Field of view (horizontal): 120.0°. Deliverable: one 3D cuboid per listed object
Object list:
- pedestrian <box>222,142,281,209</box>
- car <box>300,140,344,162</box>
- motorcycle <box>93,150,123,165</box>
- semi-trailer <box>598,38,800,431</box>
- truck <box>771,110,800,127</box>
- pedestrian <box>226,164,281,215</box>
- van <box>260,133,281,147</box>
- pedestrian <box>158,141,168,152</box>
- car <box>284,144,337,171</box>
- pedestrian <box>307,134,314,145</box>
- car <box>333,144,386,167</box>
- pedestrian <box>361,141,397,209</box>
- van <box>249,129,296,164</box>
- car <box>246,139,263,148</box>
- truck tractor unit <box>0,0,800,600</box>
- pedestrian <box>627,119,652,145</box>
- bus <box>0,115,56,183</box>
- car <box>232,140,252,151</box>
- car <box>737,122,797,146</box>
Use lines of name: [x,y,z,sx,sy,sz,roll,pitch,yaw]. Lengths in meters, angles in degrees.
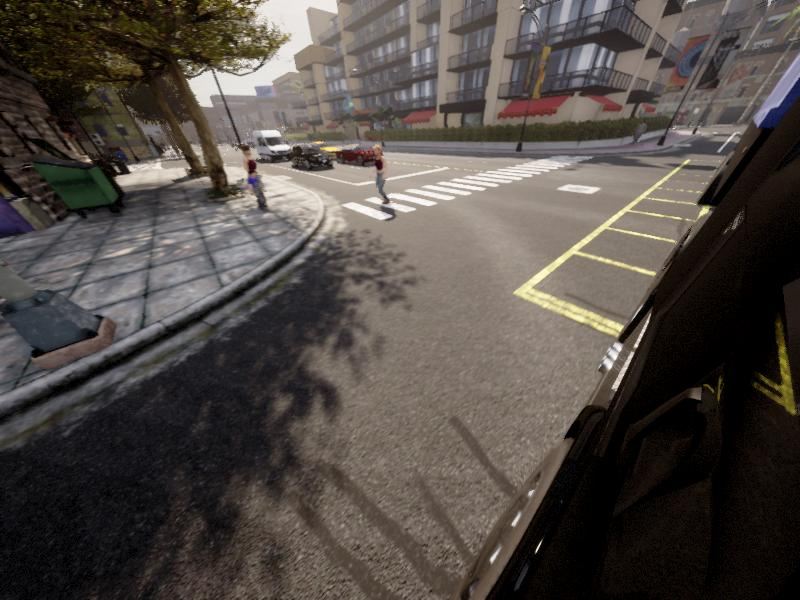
pedestrian: [-4.784,-4.062,7.611,0.751,1.860,0.751,0,37,4]
car: [-7.849,-15.017,23.109,1.801,1.575,5.366,-28,44,-30]
motorcycle: [-34.371,-16.762,27.214,2.356,1.277,0.764,10,49,17]
semi-trailer: [8.698,-3.593,4.247,14.254,4.402,2.717,-28,43,-30]
truck: [62.666,-27.644,35.116,2.390,2.098,6.274,-4,37,-1]
pedestrian: [-4.567,-3.501,7.311,0.751,1.300,0.751,9,38,15]
van: [-29.575,-36.436,52.583,1.988,2.561,5.915,-28,44,-30]
pedestrian: [-51.072,-33.125,49.794,0.751,1.860,0.751,29,47,36]
car: [-7.070,-11.238,18.037,1.837,1.490,4.892,-28,43,-30]
pedestrian: [-19.343,-34.890,50.114,0.751,1.860,0.751,-31,45,-33]
car: [-3.383,-11.908,18.867,1.895,1.301,4.718,-28,43,-30]
pedestrian: [-0.662,-4.163,7.735,0.751,1.860,0.751,-30,44,-32]
van: [-13.069,-15.671,23.524,1.988,2.561,5.915,-28,43,-30]
car: [-32.418,-34.714,51.327,1.837,1.490,4.892,-28,43,-30]
truck tractor unit: [2.645,-0.295,0.351,6.516,4.208,3.053,-28,44,-30]
pedestrian: [21.536,-15.110,20.796,0.751,1.860,0.751,-29,44,-30]
bus: [-34.466,-10.311,16.249,10.273,4.253,3.944,-28,43,-30]
car: [-31.673,-30.994,46.252,2.128,1.511,4.902,-28,44,-30]
car: [30.246,-13.793,19.143,5.357,1.411,2.033,-28,43,-30]
